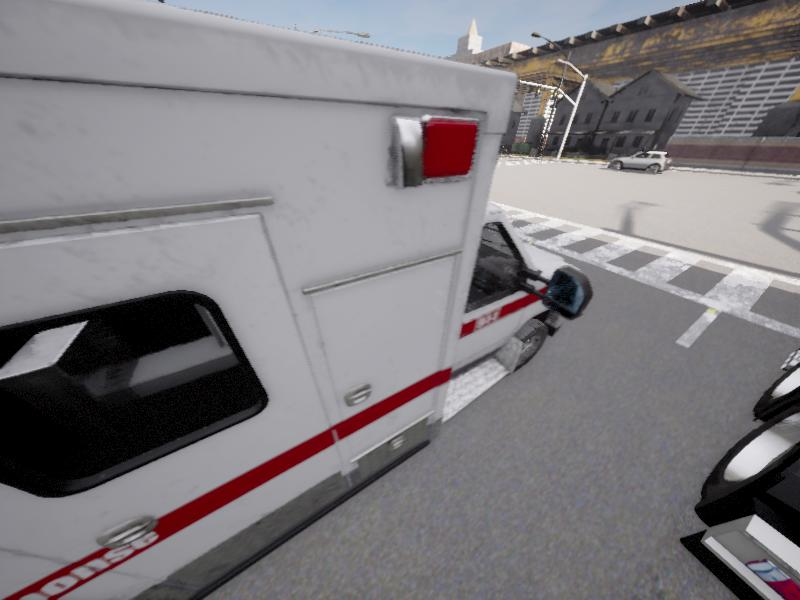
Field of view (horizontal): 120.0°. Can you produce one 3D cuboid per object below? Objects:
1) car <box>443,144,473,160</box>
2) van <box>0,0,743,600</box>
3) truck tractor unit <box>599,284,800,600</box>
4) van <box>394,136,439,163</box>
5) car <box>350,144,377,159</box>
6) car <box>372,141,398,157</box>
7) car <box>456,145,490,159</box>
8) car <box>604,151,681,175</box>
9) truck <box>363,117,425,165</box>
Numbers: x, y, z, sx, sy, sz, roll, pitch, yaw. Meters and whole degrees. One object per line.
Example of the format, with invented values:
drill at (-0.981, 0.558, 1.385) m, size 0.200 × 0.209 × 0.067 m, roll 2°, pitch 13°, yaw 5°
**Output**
car at (7.792, -20.086, 31.304) m, size 1.789 × 1.549 × 3.705 m, roll -18°, pitch 40°, yaw -25°
van at (-1.128, 0.112, 1.683) m, size 6.366 × 2.431 × 2.351 m, roll -19°, pitch 39°, yaw -25°
truck tractor unit at (5.146, -0.262, 0.735) m, size 6.516 × 4.208 × 3.053 m, roll -17°, pitch 38°, yaw -23°
van at (1.776, -18.483, 28.188) m, size 2.351 × 2.431 × 6.366 m, roll -18°, pitch 39°, yaw -24°
car at (-5.104, -20.822, 32.245) m, size 1.837 × 1.490 × 4.892 m, roll -19°, pitch 39°, yaw -25°
car at (-2.249, -22.142, 33.824) m, size 1.932 × 1.855 × 4.605 m, roll -19°, pitch 39°, yaw -25°
car at (10.420, -21.425, 33.334) m, size 1.812 × 1.442 × 4.674 m, roll -18°, pitch 39°, yaw -25°
car at (20.351, -11.701, 19.585) m, size 1.970 × 1.475 × 3.806 m, roll -18°, pitch 39°, yaw -25°
truck at (-1.004, -17.760, 25.909) m, size 2.891 × 3.827 × 8.468 m, roll -18°, pitch 39°, yaw -25°
